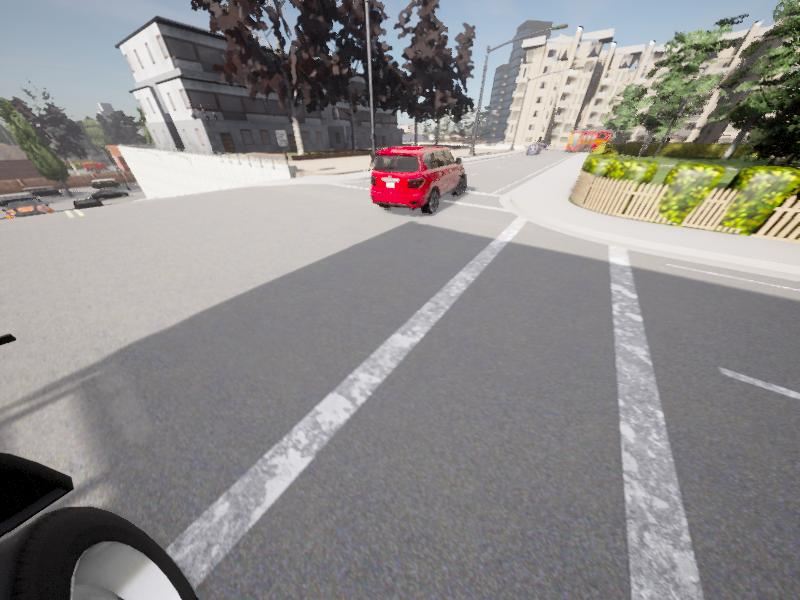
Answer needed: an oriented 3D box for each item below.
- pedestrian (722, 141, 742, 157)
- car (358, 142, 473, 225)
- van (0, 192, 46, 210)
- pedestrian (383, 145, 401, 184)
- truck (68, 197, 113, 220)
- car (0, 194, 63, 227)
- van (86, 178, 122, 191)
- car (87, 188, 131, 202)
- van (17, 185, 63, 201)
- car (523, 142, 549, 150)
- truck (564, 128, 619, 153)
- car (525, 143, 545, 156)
[{"bbox_3d":[48.074,-21.888,33.456,0.751,1.860,0.751,27,43,32],"label":"pedestrian"},{"bbox_3d":[0.992,-5.033,9.345,2.150,2.045,5.566,17,40,23],"label":"car"},{"bbox_3d":[-65.583,-17.128,39.788,1.775,1.987,4.442,23,41,28],"label":"van"},{"bbox_3d":[-0.455,-7.908,13.470,0.751,1.860,0.751,21,40,26],"label":"pedestrian"},{"bbox_3d":[-38.312,-11.308,28.557,6.274,2.098,2.390,15,37,34],"label":"truck"},{"bbox_3d":[-28.151,-6.719,17.594,4.553,1.767,2.097,13,36,35],"label":"car"},{"bbox_3d":[-68.010,-26.612,53.138,2.069,2.038,4.480,23,41,28],"label":"van"},{"bbox_3d":[-56.704,-20.613,45.163,1.882,1.535,5.008,23,41,28],"label":"car"},{"bbox_3d":[-70.551,-21.073,45.334,1.775,1.987,4.442,23,41,28],"label":"van"},{"bbox_3d":[32.013,-36.320,54.504,4.792,1.488,2.163,22,40,31],"label":"car"},{"bbox_3d":[37.808,-31.538,45.717,8.468,3.827,2.891,-10,35,-14],"label":"truck"},{"bbox_3d":[21.878,-24.434,37.414,1.789,1.549,3.705,23,41,28],"label":"car"}]
